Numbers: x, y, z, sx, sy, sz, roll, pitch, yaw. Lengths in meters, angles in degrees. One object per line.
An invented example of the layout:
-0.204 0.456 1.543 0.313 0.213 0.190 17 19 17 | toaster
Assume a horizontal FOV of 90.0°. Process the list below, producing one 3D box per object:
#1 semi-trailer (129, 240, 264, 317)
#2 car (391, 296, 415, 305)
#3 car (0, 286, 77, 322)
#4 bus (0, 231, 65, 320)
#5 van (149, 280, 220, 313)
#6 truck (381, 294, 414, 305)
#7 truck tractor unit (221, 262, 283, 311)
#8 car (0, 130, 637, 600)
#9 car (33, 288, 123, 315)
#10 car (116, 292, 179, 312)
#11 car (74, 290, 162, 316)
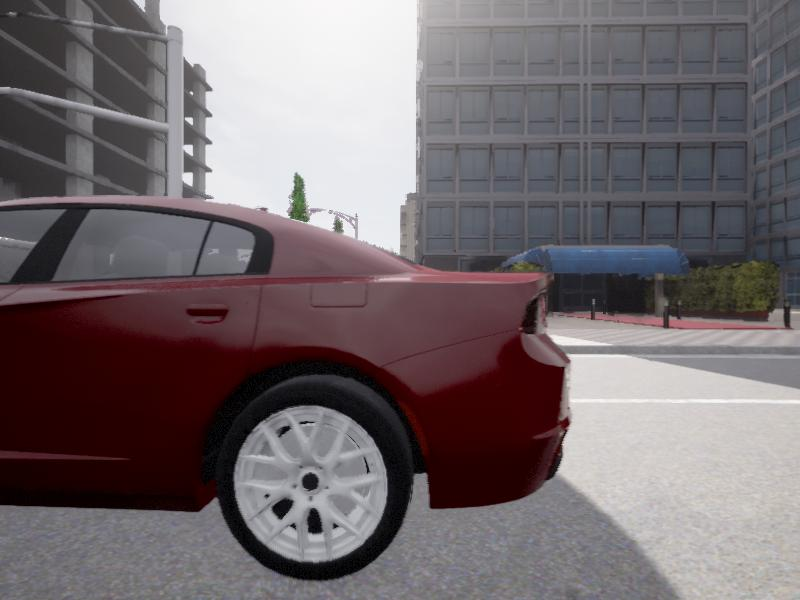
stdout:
-14.166 -1.259 30.253 2.717 4.402 14.254 0 0 1 | semi-trailer
0.643 0.016 79.881 4.553 1.767 2.097 0 0 4 | car
-17.881 0.174 19.135 1.789 1.549 3.705 0 0 1 | car
-21.283 -1.181 17.820 3.944 4.253 10.273 0 0 1 | bus
-17.618 -0.266 33.163 2.351 2.431 6.366 0 0 1 | van
-0.420 -0.138 76.222 6.274 2.098 2.390 0 0 1 | truck
-13.887 -1.165 38.167 3.053 4.208 6.516 -1 0 5 | truck tractor unit
-1.660 0.219 2.423 5.008 1.535 1.882 0 0 5 | car
-21.240 0.107 26.686 2.242 1.667 4.611 0 0 1 | car
-21.107 0.150 33.765 1.801 1.575 5.366 0 0 1 | car
-17.759 0.194 25.561 2.128 1.511 4.902 0 0 1 | car
